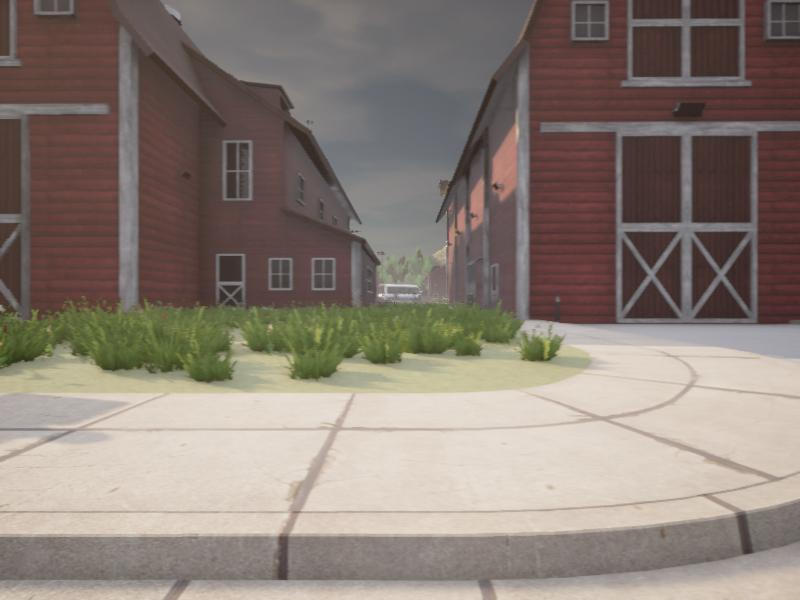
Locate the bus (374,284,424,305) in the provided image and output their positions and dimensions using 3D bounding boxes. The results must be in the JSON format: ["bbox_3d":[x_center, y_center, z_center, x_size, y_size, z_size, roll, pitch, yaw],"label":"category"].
[{"bbox_3d":[-0.107,-1.117,84.059,10.273,4.253,3.944,0,0,-39],"label":"bus"}]

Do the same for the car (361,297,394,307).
[{"bbox_3d":[-3.219,0.274,58.102,4.792,1.488,2.163,0,0,0],"label":"car"}]
